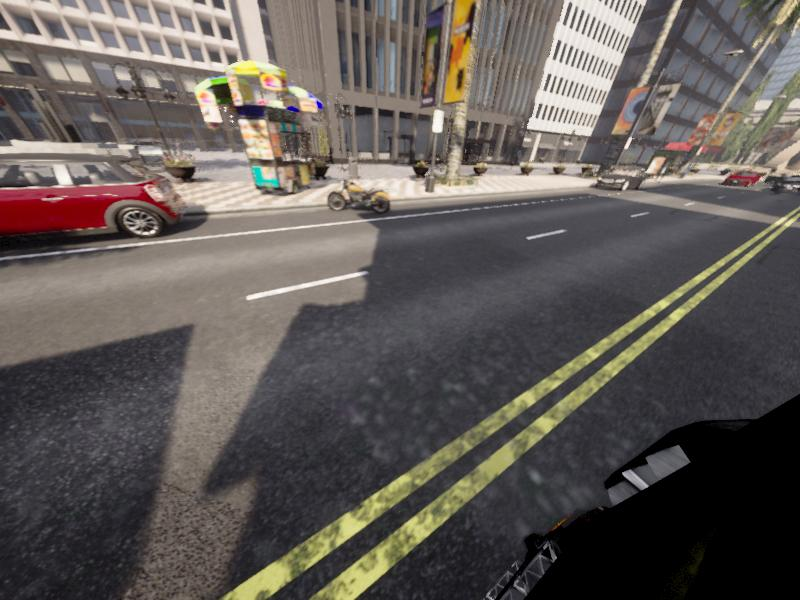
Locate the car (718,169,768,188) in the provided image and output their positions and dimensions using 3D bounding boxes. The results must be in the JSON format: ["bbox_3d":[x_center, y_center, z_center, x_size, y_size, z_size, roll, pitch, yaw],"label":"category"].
[{"bbox_3d":[37.314,-13.216,25.111,5.008,1.535,1.882,-15,38,-25],"label":"car"}]

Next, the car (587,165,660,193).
[{"bbox_3d":[17.468,-9.527,18.054,4.892,1.521,2.231,-16,38,-26],"label":"car"}]

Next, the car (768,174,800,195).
[{"bbox_3d":[37.442,-10.969,21.870,4.674,1.442,1.812,-16,38,-26],"label":"car"}]

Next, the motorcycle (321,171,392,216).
[{"bbox_3d":[-1.487,-3.848,8.393,2.356,1.277,0.764,2,34,-2],"label":"motorcycle"}]

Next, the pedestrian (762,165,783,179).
[{"bbox_3d":[61.076,-20.931,37.857,0.751,1.860,0.751,-2,34,-7],"label":"pedestrian"}]

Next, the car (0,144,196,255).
[{"bbox_3d":[-7.903,-2.329,5.117,4.553,1.767,2.185,-16,38,-26],"label":"car"}]

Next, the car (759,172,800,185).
[{"bbox_3d":[51.283,-16.167,30.825,4.718,1.301,1.895,-7,35,-15],"label":"car"}]
